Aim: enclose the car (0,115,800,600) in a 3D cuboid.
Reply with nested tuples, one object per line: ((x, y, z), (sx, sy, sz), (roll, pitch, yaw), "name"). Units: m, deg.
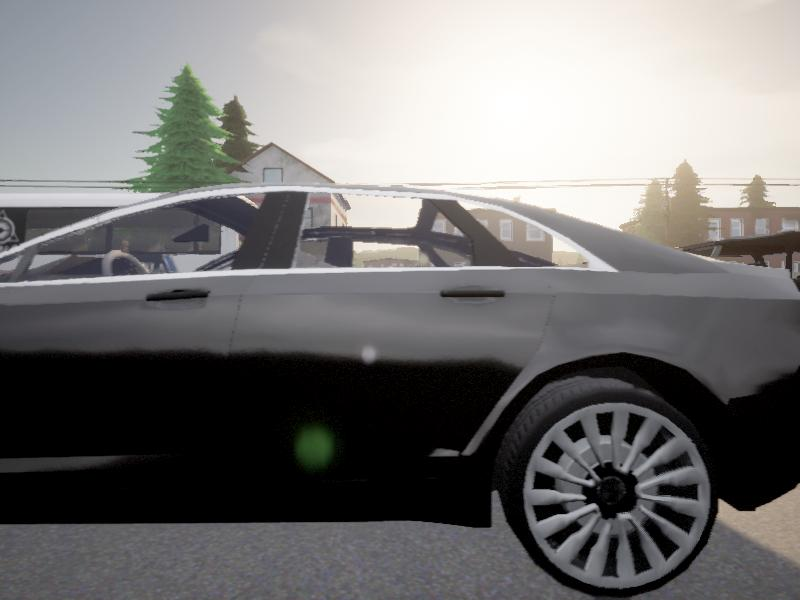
((-0.691, 0.236, 2.204), (4.902, 1.511, 2.128), (0, 0, 1), "car")

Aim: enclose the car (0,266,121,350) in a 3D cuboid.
((-9.511, 0.159, 9.218), (4.611, 1.667, 2.242), (0, 0, 2), "car")

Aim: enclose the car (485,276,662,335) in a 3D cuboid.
((5.224, 0.153, 12.645), (4.611, 1.667, 2.242), (0, 0, 1), "car")

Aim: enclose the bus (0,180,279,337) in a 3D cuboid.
((-9.655, -1.132, 12.908), (10.273, 4.253, 3.944), (0, 0, 0), "bus")

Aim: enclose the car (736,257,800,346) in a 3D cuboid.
((10.371, 0.043, 9.093), (3.866, 1.878, 1.905), (0, 0, 1), "car")

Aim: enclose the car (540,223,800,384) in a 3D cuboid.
((4.242, 0.047, 5.657), (3.866, 1.878, 1.905), (0, 0, 1), "car")

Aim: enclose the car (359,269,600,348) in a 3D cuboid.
((1.657, 0.181, 9.397), (5.027, 1.651, 2.152), (0, 0, 0), "car")
